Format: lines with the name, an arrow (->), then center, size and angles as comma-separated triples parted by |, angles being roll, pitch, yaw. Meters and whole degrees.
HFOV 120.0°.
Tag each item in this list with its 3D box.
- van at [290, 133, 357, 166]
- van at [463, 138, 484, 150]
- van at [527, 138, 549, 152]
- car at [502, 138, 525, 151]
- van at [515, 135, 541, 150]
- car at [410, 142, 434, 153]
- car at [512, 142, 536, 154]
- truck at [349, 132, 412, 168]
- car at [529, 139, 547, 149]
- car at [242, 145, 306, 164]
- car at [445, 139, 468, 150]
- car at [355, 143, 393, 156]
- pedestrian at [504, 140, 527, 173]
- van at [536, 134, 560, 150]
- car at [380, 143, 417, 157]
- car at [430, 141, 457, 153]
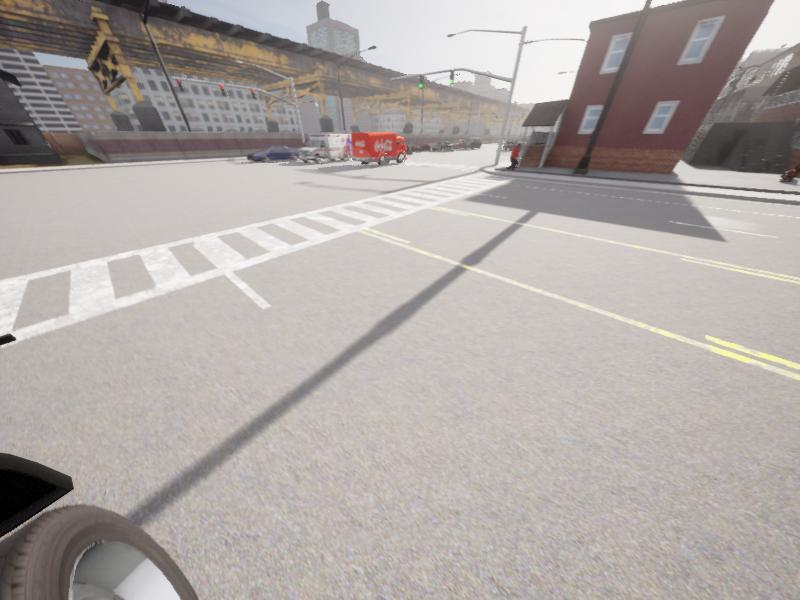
van -> -7.258, -15.148, 23.062 | 2.351, 2.431, 6.366 | 16, 38, 22
van -> 14.210, -30.305, 44.822 | 1.775, 1.987, 4.442 | 27, 43, 32
van -> 25.088, -28.283, 42.001 | 1.775, 1.987, 4.442 | 26, 43, 33
car -> 20.900, -28.533, 42.439 | 1.932, 1.855, 4.605 | 27, 43, 32
van -> 26.128, -32.239, 47.192 | 2.351, 2.431, 6.366 | 27, 43, 32
car -> 3.742, -26.174, 39.511 | 1.994, 1.385, 4.181 | 27, 43, 32
car -> 20.284, -24.827, 37.666 | 1.994, 1.385, 4.181 | 27, 44, 33
truck -> -1.613, -13.768, 21.102 | 2.627, 2.467, 5.204 | 27, 43, 32
car -> 31.082, -35.218, 52.085 | 2.033, 1.649, 4.856 | 27, 43, 32
car -> -12.838, -15.136, 23.922 | 2.033, 1.411, 5.357 | 27, 43, 32
car -> 11.496, -31.463, 46.715 | 2.242, 1.667, 4.611 | 27, 43, 32
car -> -3.547, -21.330, 32.658 | 2.033, 1.411, 5.357 | 27, 43, 32
pedestrian -> 7.888, -9.803, 15.775 | 0.751, 1.860, 0.751 | 25, 42, 31
van -> 29.569, -31.494, 46.058 | 1.988, 2.561, 5.915 | 27, 43, 32
car -> -0.102, -20.527, 31.540 | 2.033, 1.411, 5.357 | 27, 43, 32
car -> 7.249, -25.468, 38.424 | 1.837, 1.490, 4.892 | 27, 43, 32
